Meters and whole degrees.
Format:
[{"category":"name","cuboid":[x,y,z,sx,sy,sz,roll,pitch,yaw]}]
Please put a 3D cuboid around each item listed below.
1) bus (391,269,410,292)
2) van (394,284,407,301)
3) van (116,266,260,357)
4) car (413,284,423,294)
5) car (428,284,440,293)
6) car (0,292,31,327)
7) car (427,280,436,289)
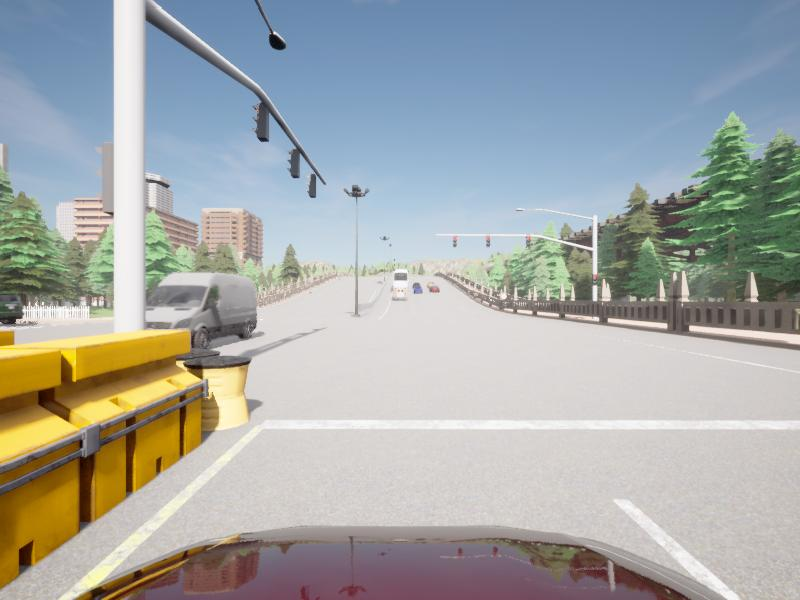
[{"category":"bus","cuboid":[0.084,-4.465,88.327,3.944,4.253,10.273,0,7,0]},{"category":"van","cuboid":[0.113,-1.449,71.770,2.351,2.431,6.366,0,7,0]},{"category":"van","cuboid":[-7.004,0.319,14.211,1.988,2.561,5.915,0,0,0]},{"category":"car","cuboid":[3.667,-2.260,81.938,1.816,1.474,4.193,0,7,0]},{"category":"car","cuboid":[7.180,-2.514,83.952,2.163,1.488,4.792,0,7,0]},{"category":"car","cuboid":[-26.080,0.563,24.215,5.566,2.045,2.150,0,0,2]},{"category":"car","cuboid":[7.230,-3.645,92.622,1.801,1.575,5.366,0,7,0]}]
